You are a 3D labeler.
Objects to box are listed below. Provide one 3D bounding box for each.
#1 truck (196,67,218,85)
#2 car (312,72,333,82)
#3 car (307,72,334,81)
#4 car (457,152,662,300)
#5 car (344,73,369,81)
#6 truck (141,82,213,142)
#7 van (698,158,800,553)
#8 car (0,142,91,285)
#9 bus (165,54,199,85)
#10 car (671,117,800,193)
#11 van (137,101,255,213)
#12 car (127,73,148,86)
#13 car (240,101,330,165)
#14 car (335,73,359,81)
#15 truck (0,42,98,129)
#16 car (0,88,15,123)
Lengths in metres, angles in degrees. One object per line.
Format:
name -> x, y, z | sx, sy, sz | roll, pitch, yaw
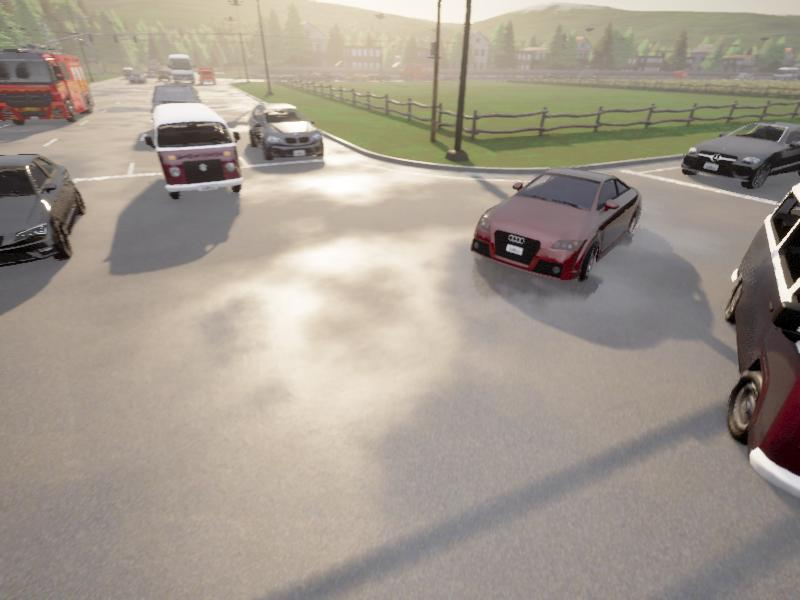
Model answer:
truck -> -31.954, -37.003, 66.141 | 2.627, 2.467, 5.204 | -13, 33, -22
car -> -16.299, -46.785, 83.849 | 3.866, 1.878, 1.905 | -13, 33, -22
car -> -17.266, -48.418, 86.847 | 5.238, 1.638, 1.930 | -13, 33, -22
car -> 3.178, -1.711, 7.678 | 1.994, 1.385, 4.181 | 25, 38, 35
car -> -9.743, -50.079, 89.965 | 5.366, 1.575, 1.801 | -13, 33, -22
truck -> -11.180, -9.671, 20.230 | 2.390, 2.098, 6.274 | -13, 33, -22
van -> 4.541, 0.174, 3.820 | 2.069, 2.038, 4.480 | 19, 35, 29
car -> -7.314, -1.796, 7.469 | 1.816, 1.474, 4.193 | -16, 34, -26
bus -> -37.113, -39.415, 68.375 | 3.944, 4.253, 10.273 | -13, 33, -22
car -> 11.715, -4.838, 12.980 | 5.027, 1.651, 2.152 | -13, 33, -23
van -> -5.676, -4.156, 10.992 | 2.069, 2.038, 4.480 | -15, 33, -25
car -> -43.392, -36.491, 66.117 | 2.152, 1.651, 5.027 | -13, 33, -22
car -> -4.639, -6.726, 15.775 | 2.242, 1.667, 4.611 | -14, 33, -24
car -> -12.232, -51.438, 92.296 | 4.792, 1.488, 2.163 | -13, 33, -22
truck -> -20.955, -12.778, 23.608 | 2.891, 3.827, 8.468 | -13, 33, -22
car -> -23.524, -10.440, 21.728 | 2.152, 1.651, 5.027 | -13, 33, -22
